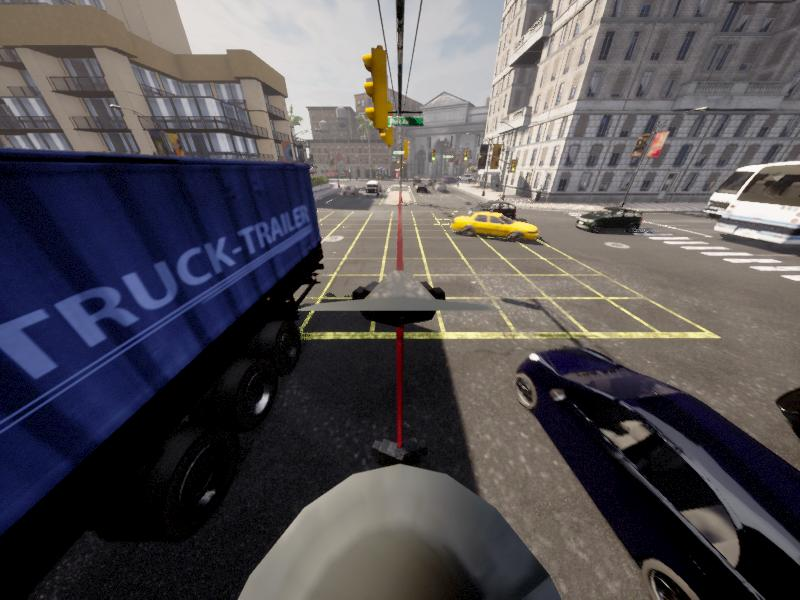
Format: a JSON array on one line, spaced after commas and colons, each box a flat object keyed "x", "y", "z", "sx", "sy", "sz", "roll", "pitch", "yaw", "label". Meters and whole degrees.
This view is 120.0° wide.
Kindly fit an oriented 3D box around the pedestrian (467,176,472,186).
[{"x": 16.112, "y": -27.598, "z": 53.593, "sx": 0.751, "sy": 1.860, "sz": 0.751, "roll": 1, "pitch": 30, "yaw": 2, "label": "pedestrian"}]

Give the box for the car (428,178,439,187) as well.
[{"x": 7.713, "y": -27.201, "z": 53.448, "sx": 2.242, "sy": 1.667, "sz": 4.611, "roll": 3, "pitch": 30, "yaw": 5, "label": "car"}]

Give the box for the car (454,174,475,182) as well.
[{"x": 19.284, "y": -36.577, "z": 69.320, "sx": 5.566, "sy": 2.045, "sz": 2.150, "roll": 0, "pitch": 30, "yaw": 1, "label": "car"}]

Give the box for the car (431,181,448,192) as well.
[{"x": 7.340, "y": -21.378, "z": 43.413, "sx": 2.152, "sy": 1.651, "sz": 5.027, "roll": 0, "pitch": 30, "yaw": 0, "label": "car"}]

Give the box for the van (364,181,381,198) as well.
[{"x": -4.179, "y": -17.084, "z": 35.556, "sx": 2.069, "sy": 2.038, "sz": 4.480, "roll": 0, "pitch": 30, "yaw": 0, "label": "van"}]

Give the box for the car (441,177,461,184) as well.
[{"x": 13.627, "y": -32.094, "z": 61.947, "sx": 4.856, "sy": 1.649, "sz": 2.033, "roll": -16, "pitch": 34, "yaw": -26, "label": "car"}]

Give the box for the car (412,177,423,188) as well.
[{"x": 3.851, "y": -26.227, "z": 51.557, "sx": 1.932, "sy": 1.855, "sz": 4.605, "roll": 0, "pitch": 30, "yaw": -1, "label": "car"}]

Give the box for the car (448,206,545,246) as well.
[{"x": 6.064, "y": -4.939, "z": 14.979, "sx": 5.366, "sy": 1.575, "sz": 1.801, "roll": 17, "pitch": 34, "yaw": 27, "label": "car"}]

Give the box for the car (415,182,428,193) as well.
[{"x": 3.836, "y": -20.486, "z": 41.957, "sx": 2.038, "sy": 1.542, "sz": 4.974, "roll": 0, "pitch": 30, "yaw": 0, "label": "car"}]

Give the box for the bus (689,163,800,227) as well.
[{"x": 31.813, "y": -8.516, "z": 18.502, "sx": 10.273, "sy": 4.253, "sz": 3.944, "roll": 0, "pitch": 30, "yaw": 0, "label": "bus"}]

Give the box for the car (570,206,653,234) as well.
[{"x": 14.637, "y": -5.639, "z": 16.214, "sx": 3.705, "sy": 1.549, "sz": 1.789, "roll": 0, "pitch": 30, "yaw": 0, "label": "car"}]

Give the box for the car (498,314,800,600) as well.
[{"x": 3.300, "y": 1.882, "z": 3.218, "sx": 1.845, "sy": 1.501, "sz": 3.633, "roll": -4, "pitch": 30, "yaw": -7, "label": "car"}]

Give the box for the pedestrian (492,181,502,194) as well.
[{"x": 15.690, "y": -18.240, "z": 37.385, "sx": 0.751, "sy": 1.860, "sz": 0.751, "roll": -4, "pitch": 30, "yaw": -7, "label": "pedestrian"}]

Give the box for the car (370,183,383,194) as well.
[{"x": -4.167, "y": -20.061, "z": 41.308, "sx": 1.812, "sy": 1.442, "sz": 4.674, "roll": 0, "pitch": 30, "yaw": 0, "label": "car"}]

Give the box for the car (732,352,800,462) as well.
[{"x": 7.199, "y": 2.709, "z": 1.672, "sx": 1.930, "sy": 1.638, "sz": 5.238, "roll": 0, "pitch": 30, "yaw": 0, "label": "car"}]

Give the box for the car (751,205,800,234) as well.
[{"x": 28.522, "y": -5.679, "z": 16.236, "sx": 3.988, "sy": 1.617, "sz": 1.851, "roll": 0, "pitch": 30, "yaw": 0, "label": "car"}]

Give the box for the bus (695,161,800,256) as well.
[{"x": 24.812, "y": -5.128, "z": 12.639, "sx": 10.273, "sy": 4.253, "sz": 3.944, "roll": 0, "pitch": 30, "yaw": 0, "label": "bus"}]

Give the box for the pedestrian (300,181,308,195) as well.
[{"x": -14.741, "y": -17.157, "z": 35.509, "sx": 0.751, "sy": 1.860, "sz": 0.751, "roll": -4, "pitch": 30, "yaw": -7, "label": "pedestrian"}]

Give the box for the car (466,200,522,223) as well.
[{"x": 7.658, "y": -7.375, "z": 19.229, "sx": 3.705, "sy": 1.549, "sz": 1.789, "roll": 0, "pitch": 30, "yaw": 0, "label": "car"}]

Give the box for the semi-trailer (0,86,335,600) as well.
[{"x": -3.716, "y": 1.515, "z": 0.965, "sx": 2.717, "sy": 4.402, "sz": 14.254, "roll": 0, "pitch": 30, "yaw": 0, "label": "semi-trailer"}]

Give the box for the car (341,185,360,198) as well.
[{"x": -7.682, "y": -17.138, "z": 36.247, "sx": 1.812, "sy": 1.442, "sz": 4.674, "roll": 0, "pitch": 30, "yaw": 0, "label": "car"}]
